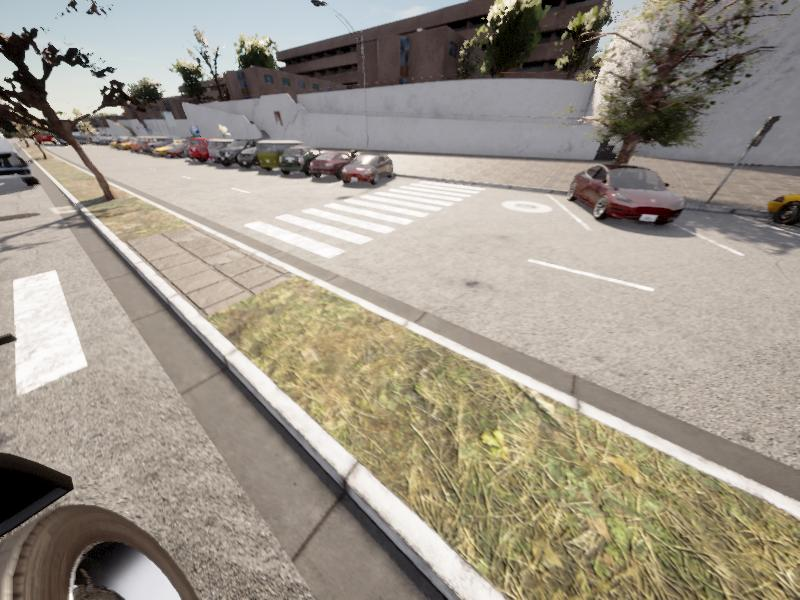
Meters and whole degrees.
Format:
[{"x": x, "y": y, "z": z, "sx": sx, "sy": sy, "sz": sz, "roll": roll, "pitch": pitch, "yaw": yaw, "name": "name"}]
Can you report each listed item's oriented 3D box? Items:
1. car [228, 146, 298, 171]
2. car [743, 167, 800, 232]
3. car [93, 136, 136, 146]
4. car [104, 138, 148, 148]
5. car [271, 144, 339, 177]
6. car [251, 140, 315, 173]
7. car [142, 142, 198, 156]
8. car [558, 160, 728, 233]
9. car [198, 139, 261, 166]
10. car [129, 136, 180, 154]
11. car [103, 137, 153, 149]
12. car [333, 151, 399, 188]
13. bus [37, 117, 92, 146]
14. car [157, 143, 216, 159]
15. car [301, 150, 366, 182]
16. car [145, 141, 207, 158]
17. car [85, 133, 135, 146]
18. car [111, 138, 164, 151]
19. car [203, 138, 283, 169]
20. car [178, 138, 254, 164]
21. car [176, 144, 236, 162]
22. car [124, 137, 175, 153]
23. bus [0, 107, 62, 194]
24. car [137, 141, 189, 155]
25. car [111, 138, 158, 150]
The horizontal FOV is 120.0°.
[{"x": -11.477, "y": -12.260, "z": 19.837, "sx": 2.231, "sy": 1.521, "sz": 4.892, "roll": 10, "pitch": 35, "yaw": 13, "name": "car"}, {"x": 12.846, "y": -2.125, "z": 5.714, "sx": 1.946, "sy": 1.575, "sz": 5.366, "roll": 10, "pitch": 35, "yaw": 13, "name": "car"}, {"x": -57.386, "y": -32.039, "z": 46.567, "sx": 2.231, "sy": 1.521, "sz": 4.892, "roll": 10, "pitch": 36, "yaw": 12, "name": "car"}, {"x": -50.153, "y": -28.856, "z": 42.385, "sx": 2.002, "sy": 1.452, "sz": 4.674, "roll": 10, "pitch": 36, "yaw": 12, "name": "car"}, {"x": -6.649, "y": -10.311, "z": 16.903, "sx": 2.185, "sy": 1.767, "sz": 4.553, "roll": 10, "pitch": 36, "yaw": 13, "name": "car"}, {"x": -9.025, "y": -11.493, "z": 18.385, "sx": 1.878, "sy": 1.987, "sz": 4.442, "roll": 10, "pitch": 36, "yaw": 13, "name": "car"}, {"x": -30.811, "y": -20.471, "z": 31.216, "sx": 2.163, "sy": 1.488, "sz": 4.792, "roll": 10, "pitch": 36, "yaw": 12, "name": "car"}, {"x": 7.931, "y": -4.032, "z": 8.423, "sx": 2.163, "sy": 1.488, "sz": 4.792, "roll": 10, "pitch": 36, "yaw": 12, "name": "car"}, {"x": -16.331, "y": -14.424, "z": 22.459, "sx": 1.878, "sy": 1.987, "sz": 4.442, "roll": 10, "pitch": 36, "yaw": 12, "name": "car"}, {"x": -35.668, "y": -22.685, "z": 33.758, "sx": 1.878, "sy": 1.987, "sz": 4.442, "roll": 11, "pitch": 36, "yaw": 12, "name": "car"}, {"x": -47.782, "y": -27.739, "z": 40.819, "sx": 1.946, "sy": 1.575, "sz": 5.366, "roll": 11, "pitch": 36, "yaw": 12, "name": "car"}, {"x": -1.795, "y": -8.137, "z": 14.141, "sx": 2.163, "sy": 1.488, "sz": 4.792, "roll": 10, "pitch": 36, "yaw": 12, "name": "car"}, {"x": -66.768, "y": -33.477, "z": 46.012, "sx": 10.273, "sy": 4.253, "sz": 3.944, "roll": 24, "pitch": 41, "yaw": 28, "name": "bus"}, {"x": -25.985, "y": -18.366, "z": 28.346, "sx": 2.163, "sy": 1.488, "sz": 4.792, "roll": 10, "pitch": 36, "yaw": 12, "name": "car"}, {"x": -4.228, "y": -9.170, "z": 15.599, "sx": 2.002, "sy": 1.452, "sz": 4.674, "roll": 10, "pitch": 36, "yaw": 13, "name": "car"}, {"x": -28.441, "y": -19.342, "z": 29.614, "sx": 1.946, "sy": 1.575, "sz": 5.366, "roll": 10, "pitch": 36, "yaw": 12, "name": "car"}, {"x": -59.802, "y": -33.306, "z": 47.844, "sx": 2.435, "sy": 2.045, "sz": 5.566, "roll": 10, "pitch": 36, "yaw": 12, "name": "car"}, {"x": -42.950, "y": -25.627, "z": 38.028, "sx": 1.946, "sy": 1.575, "sz": 5.366, "roll": 11, "pitch": 36, "yaw": 12, "name": "car"}, {"x": -13.889, "y": -13.474, "z": 21.094, "sx": 2.435, "sy": 2.045, "sz": 5.566, "roll": 10, "pitch": 36, "yaw": 12, "name": "car"}, {"x": -18.717, "y": -15.547, "z": 23.984, "sx": 2.435, "sy": 2.045, "sz": 5.566, "roll": 10, "pitch": 36, "yaw": 13, "name": "car"}, {"x": -21.146, "y": -16.315, "z": 25.542, "sx": 2.002, "sy": 1.452, "sz": 4.674, "roll": 10, "pitch": 36, "yaw": 13, "name": "car"}, {"x": -38.076, "y": -23.705, "z": 35.288, "sx": 2.185, "sy": 1.767, "sz": 4.553, "roll": 10, "pitch": 36, "yaw": 12, "name": "car"}, {"x": -22.812, "y": -8.387, "z": 11.867, "sx": 10.273, "sy": 4.253, "sz": 3.944, "roll": 23, "pitch": 41, "yaw": 28, "name": "bus"}, {"x": -33.238, "y": -21.488, "z": 32.599, "sx": 2.002, "sy": 1.452, "sz": 4.674, "roll": 10, "pitch": 36, "yaw": 12, "name": "car"}, {"x": -45.313, "y": -26.775, "z": 39.613, "sx": 2.163, "sy": 1.488, "sz": 4.792, "roll": 10, "pitch": 36, "yaw": 12, "name": "car"}]
